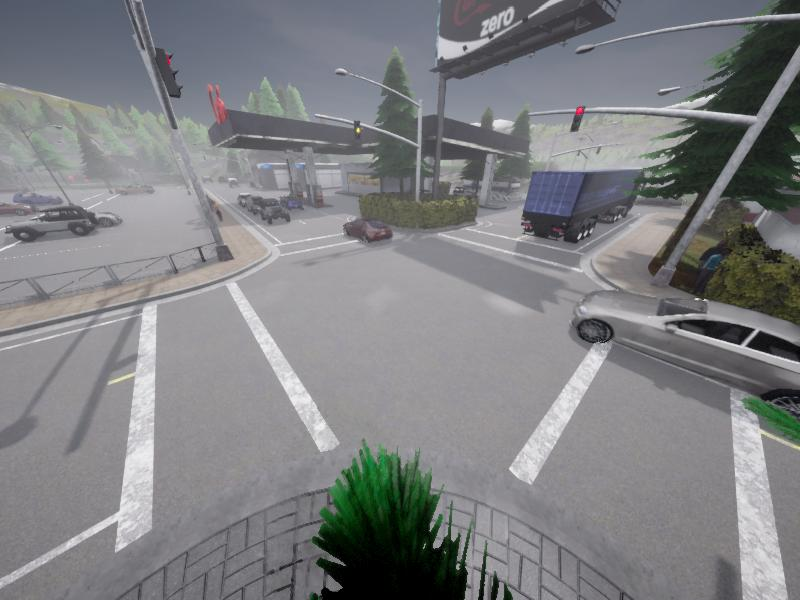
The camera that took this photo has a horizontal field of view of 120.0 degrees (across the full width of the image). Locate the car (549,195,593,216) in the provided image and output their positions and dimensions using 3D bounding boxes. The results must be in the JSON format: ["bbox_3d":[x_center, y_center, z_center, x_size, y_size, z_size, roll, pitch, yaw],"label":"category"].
[{"bbox_3d":[18.519,-10.345,25.021,4.902,1.511,2.128,-22,37,-33],"label":"car"}]

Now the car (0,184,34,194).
[{"bbox_3d":[-75.561,-21.354,44.506,4.792,1.488,2.163,-23,37,-34],"label":"car"}]

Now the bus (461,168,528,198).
[{"bbox_3d":[16.718,-21.582,42.125,3.944,4.253,10.273,-22,37,-33],"label":"bus"}]

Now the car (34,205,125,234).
[{"bbox_3d":[-25.501,-6.610,18.671,3.806,1.475,1.970,-23,37,-34],"label":"car"}]

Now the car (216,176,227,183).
[{"bbox_3d":[-56.836,-38.390,73.620,1.905,1.878,3.866,-23,37,-34],"label":"car"}]

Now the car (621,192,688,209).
[{"bbox_3d":[32.070,-12.740,29.436,5.357,1.411,2.033,18,35,29],"label":"car"}]

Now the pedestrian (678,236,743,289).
[{"bbox_3d":[12.321,-1.483,9.218,0.751,1.860,0.751,-16,34,-26],"label":"pedestrian"}]

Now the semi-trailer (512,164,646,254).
[{"bbox_3d":[13.587,-7.279,16.804,14.254,4.402,2.717,-22,37,-34],"label":"semi-trailer"}]

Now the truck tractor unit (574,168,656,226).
[{"bbox_3d":[19.680,-9.716,21.226,6.516,4.208,3.053,-23,37,-33],"label":"truck tractor unit"}]

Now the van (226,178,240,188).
[{"bbox_3d":[-42.012,-29.526,58.103,2.069,2.038,4.480,-21,36,-31],"label":"van"}]

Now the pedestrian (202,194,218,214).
[{"bbox_3d":[-19.993,-10.140,24.346,0.751,1.860,0.751,-22,37,-33],"label":"pedestrian"}]

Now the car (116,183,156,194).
[{"bbox_3d":[-49.532,-20.953,43.472,4.514,1.523,2.007,-23,37,-34],"label":"car"}]

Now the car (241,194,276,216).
[{"bbox_3d":[-15.972,-10.737,25.967,2.033,1.649,4.856,-22,37,-33],"label":"car"}]

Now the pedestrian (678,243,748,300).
[{"bbox_3d":[11.558,-1.045,8.594,0.751,1.860,0.751,-15,33,-25],"label":"pedestrian"}]

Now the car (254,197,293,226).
[{"bbox_3d":[-11.869,-8.361,21.588,1.905,1.878,3.866,-22,37,-33],"label":"car"}]

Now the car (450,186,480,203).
[{"bbox_3d":[9.747,-16.005,34.849,1.905,1.878,3.866,-23,37,-34],"label":"car"}]

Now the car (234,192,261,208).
[{"bbox_3d":[-19.994,-13.111,30.230,1.970,1.475,3.806,-22,37,-33],"label":"car"}]

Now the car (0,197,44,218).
[{"bbox_3d":[-39.420,-8.945,22.590,4.514,1.523,2.007,-23,37,-34],"label":"car"}]

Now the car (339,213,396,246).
[{"bbox_3d":[-2.379,-5.166,16.519,1.994,1.385,4.181,-22,35,-34],"label":"car"}]

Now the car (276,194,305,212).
[{"bbox_3d":[-13.334,-11.819,27.994,1.816,1.474,4.193,-22,37,-33],"label":"car"}]

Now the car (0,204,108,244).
[{"bbox_3d":[-23.841,-5.383,15.979,3.866,1.878,1.905,-23,37,-34],"label":"car"}]

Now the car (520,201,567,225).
[{"bbox_3d":[13.323,-8.082,21.356,4.674,1.442,1.812,-22,36,-34],"label":"car"}]

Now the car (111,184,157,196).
[{"bbox_3d":[-47.482,-19.774,41.410,5.027,1.636,2.152,-23,37,-34],"label":"car"}]

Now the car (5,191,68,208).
[{"bbox_3d":[-45.788,-12.777,29.270,3.633,1.501,1.845,-23,37,-34],"label":"car"}]

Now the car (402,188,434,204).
[{"bbox_3d":[2.620,-15.713,34.677,2.242,1.667,4.611,-23,37,-34],"label":"car"}]

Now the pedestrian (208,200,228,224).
[{"bbox_3d":[-15.720,-7.608,19.961,0.751,1.860,0.751,-23,37,-34],"label":"pedestrian"}]

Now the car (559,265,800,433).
[{"bbox_3d":[7.462,0.881,5.813,2.152,1.651,5.027,-24,38,-36],"label":"car"}]
